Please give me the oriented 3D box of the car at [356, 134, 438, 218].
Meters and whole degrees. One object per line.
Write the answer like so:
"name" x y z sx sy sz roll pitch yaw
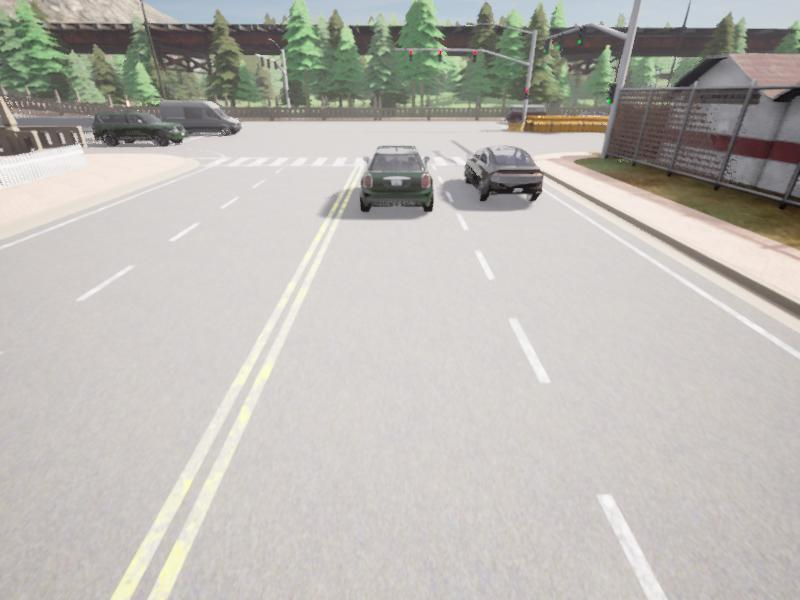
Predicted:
"car" -0.100 -4.087 12.627 2.097 1.767 4.553 0 27 0

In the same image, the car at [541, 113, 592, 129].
"car" 16.682 -18.019 40.266 4.181 1.385 1.994 -1 27 -2

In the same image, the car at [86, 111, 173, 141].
"car" -19.809 -12.839 29.520 4.605 1.855 1.932 -1 27 -2

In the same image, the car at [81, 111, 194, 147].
"car" -17.061 -11.246 26.250 5.566 2.045 2.150 0 27 1

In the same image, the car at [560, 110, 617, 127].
"car" 20.406 -19.744 43.480 4.902 1.511 2.128 -1 27 -2

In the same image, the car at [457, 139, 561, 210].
"car" 3.395 -4.468 13.690 2.128 1.511 4.902 0 27 -1

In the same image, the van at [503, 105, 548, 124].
"van" 14.441 -21.457 46.278 4.442 1.987 1.775 -1 27 -2

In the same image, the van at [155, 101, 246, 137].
"van" -16.105 -14.793 32.611 5.915 2.561 1.988 -1 27 -2
